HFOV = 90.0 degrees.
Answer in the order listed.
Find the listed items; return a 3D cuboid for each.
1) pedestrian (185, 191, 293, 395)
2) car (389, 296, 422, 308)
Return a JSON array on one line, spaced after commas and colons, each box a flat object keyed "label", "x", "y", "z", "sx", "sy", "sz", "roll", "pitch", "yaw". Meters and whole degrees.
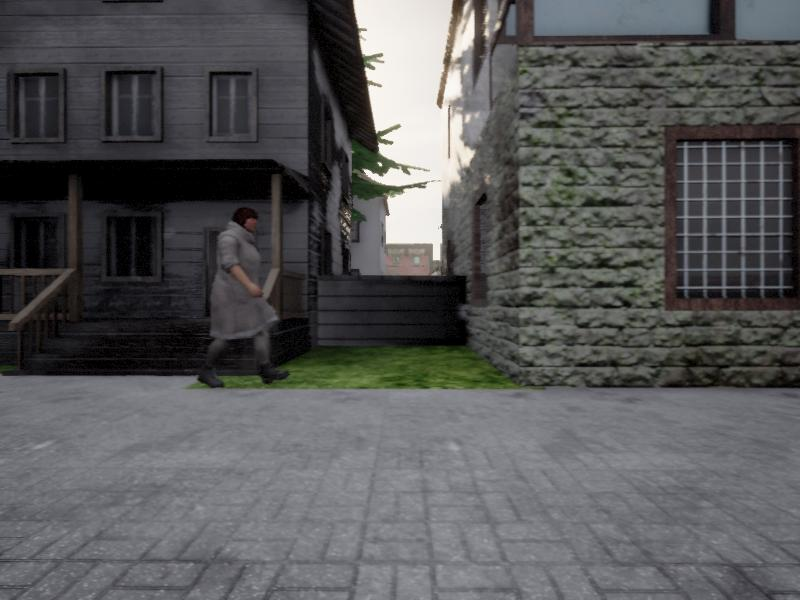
[{"label": "pedestrian", "x": -1.587, "y": -0.067, "z": 4.061, "sx": 0.751, "sy": 1.860, "sz": 0.751, "roll": 0, "pitch": 0, "yaw": 6}, {"label": "car", "x": 0.646, "y": 0.254, "z": 48.010, "sx": 3.806, "sy": 1.475, "sz": 1.970, "roll": 0, "pitch": 0, "yaw": 1}]
